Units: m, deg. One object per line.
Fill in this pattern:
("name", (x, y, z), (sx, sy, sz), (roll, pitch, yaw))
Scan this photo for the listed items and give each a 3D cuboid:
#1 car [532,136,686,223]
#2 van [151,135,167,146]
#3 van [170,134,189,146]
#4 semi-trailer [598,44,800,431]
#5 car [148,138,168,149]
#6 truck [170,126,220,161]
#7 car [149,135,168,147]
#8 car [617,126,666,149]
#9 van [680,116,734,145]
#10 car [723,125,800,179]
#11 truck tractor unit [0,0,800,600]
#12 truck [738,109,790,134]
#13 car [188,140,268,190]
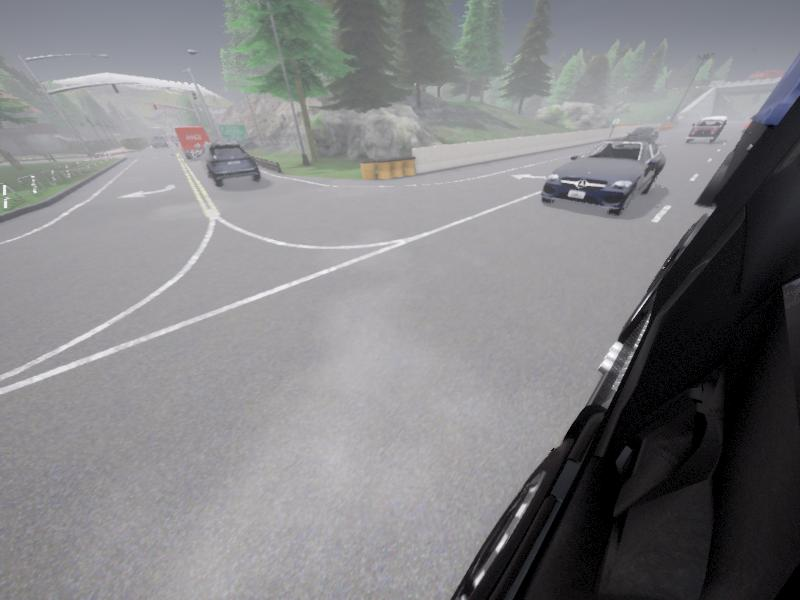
("car", (6.798, -4.177, 7.480), (5.027, 1.651, 2.152), (-28, 44, -30))
("van", (-54.187, -35.921, 51.972), (1.775, 1.987, 4.442), (-27, 44, -30))
("van", (-46.444, -33.783, 48.719), (2.069, 2.038, 4.480), (-27, 44, -30))
("semi-trailer", (8.702, -3.577, 4.259), (14.254, 4.402, 2.717), (-28, 44, -30))
("car", (-43.990, -28.551, 42.069), (2.038, 1.542, 4.974), (-28, 44, -30))
("truck", (-20.045, -15.325, 22.553), (2.627, 2.467, 5.204), (-27, 43, -29))
("car", (-49.354, -32.469, 47.245), (1.932, 1.855, 4.605), (-27, 44, -30))
("car", (22.360, -15.112, 21.366), (4.892, 1.490, 1.837), (-28, 44, -30))
("van", (28.987, -16.031, 21.814), (4.480, 2.038, 2.069), (-27, 44, -29))
("car", (17.441, -7.057, 10.789), (4.856, 1.649, 2.033), (-28, 44, -30))
("truck tractor unit", (2.645, -0.295, 0.351), (6.516, 4.208, 3.053), (-28, 44, -30))
("truck", (47.456, -23.311, 30.240), (5.204, 2.467, 2.627), (-28, 44, -30))
("car", (-8.571, -6.823, 11.379), (2.033, 1.649, 4.856), (-28, 43, -30))
